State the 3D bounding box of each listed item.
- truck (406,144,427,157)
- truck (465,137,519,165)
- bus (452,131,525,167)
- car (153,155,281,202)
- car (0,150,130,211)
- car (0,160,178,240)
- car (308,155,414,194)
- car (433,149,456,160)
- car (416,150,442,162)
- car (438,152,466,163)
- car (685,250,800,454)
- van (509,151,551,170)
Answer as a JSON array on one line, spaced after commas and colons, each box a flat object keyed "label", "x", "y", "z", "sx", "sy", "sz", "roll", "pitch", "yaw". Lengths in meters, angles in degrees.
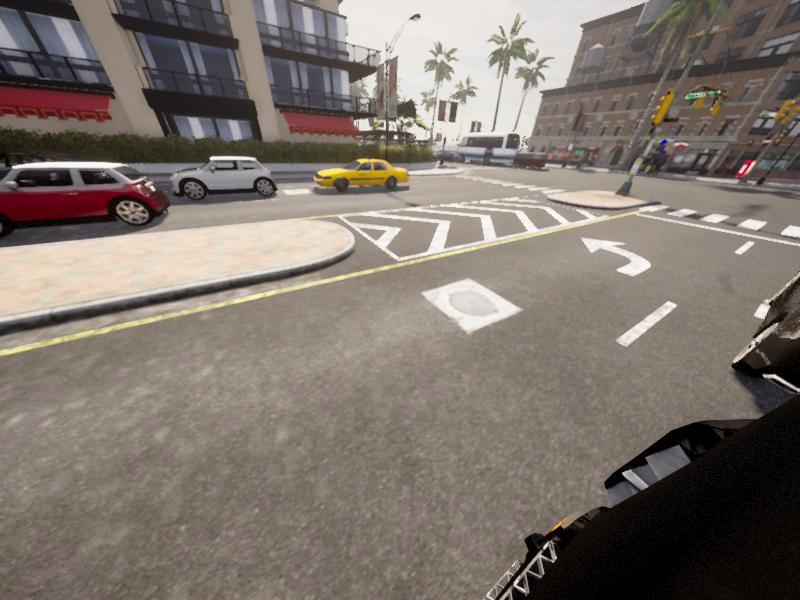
[{"label": "truck", "x": 4.072, "y": -37.346, "z": 57.656, "sx": 2.627, "sy": 2.467, "sz": 5.204, "roll": -16, "pitch": 38, "yaw": -26}, {"label": "truck", "x": 15.799, "y": -26.319, "z": 40.715, "sx": 2.891, "sy": 3.827, "sz": 8.468, "roll": -16, "pitch": 38, "yaw": -26}, {"label": "bus", "x": 13.739, "y": -24.517, "z": 37.510, "sx": 3.944, "sy": 4.253, "sz": 10.273, "roll": -16, "pitch": 38, "yaw": -26}, {"label": "car", "x": -7.605, "y": -5.388, "z": 10.094, "sx": 3.806, "sy": 1.475, "sz": 1.970, "roll": -17, "pitch": 38, "yaw": -26}, {"label": "car", "x": -12.280, "y": -4.020, "z": 7.687, "sx": 3.705, "sy": 1.549, "sz": 1.789, "roll": -17, "pitch": 38, "yaw": -26}, {"label": "car", "x": -8.838, "y": -2.758, "z": 6.089, "sx": 3.806, "sy": 1.475, "sz": 1.970, "roll": -17, "pitch": 38, "yaw": -26}, {"label": "car", "x": -2.024, "y": -7.104, "z": 12.915, "sx": 5.366, "sy": 1.575, "sz": 1.801, "roll": -17, "pitch": 38, "yaw": -26}, {"label": "car", "x": 9.505, "y": -31.603, "z": 50.169, "sx": 1.930, "sy": 1.638, "sz": 5.238, "roll": -16, "pitch": 38, "yaw": -26}, {"label": "car", "x": 4.826, "y": -24.530, "z": 39.418, "sx": 2.007, "sy": 1.525, "sz": 4.514, "roll": -16, "pitch": 38, "yaw": -26}, {"label": "car", "x": 8.799, "y": -24.443, "z": 39.612, "sx": 1.812, "sy": 1.442, "sz": 4.674, "roll": -16, "pitch": 38, "yaw": -26}, {"label": "car", "x": 5.841, "y": 0.263, "z": 2.474, "sx": 4.902, "sy": 1.511, "sz": 2.128, "roll": -17, "pitch": 38, "yaw": -26}, {"label": "van", "x": 17.987, "y": -19.463, "z": 32.267, "sx": 1.775, "sy": 1.987, "sz": 4.442, "roll": -16, "pitch": 38, "yaw": -26}]
